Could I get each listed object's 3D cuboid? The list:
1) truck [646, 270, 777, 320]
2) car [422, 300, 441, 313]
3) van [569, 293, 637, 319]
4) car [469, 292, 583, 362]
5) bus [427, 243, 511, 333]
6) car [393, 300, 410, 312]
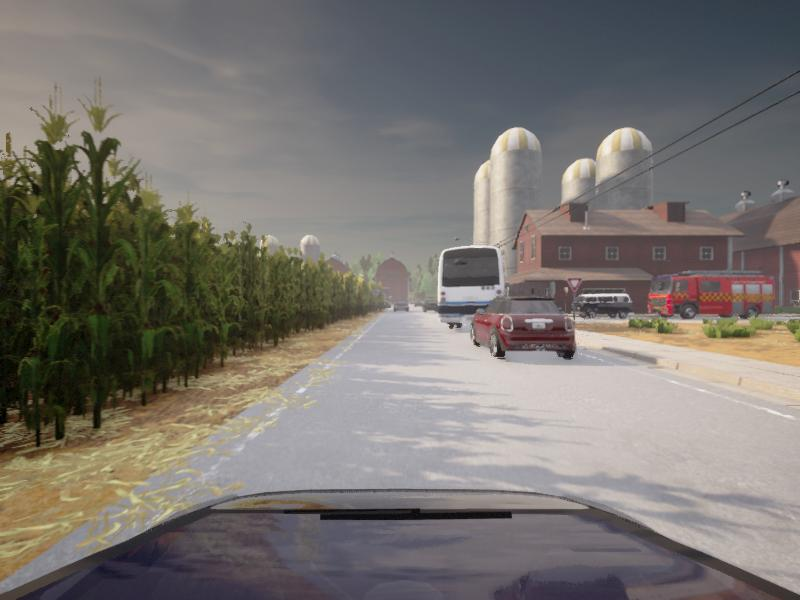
[{"bbox_3d":[25.158,-0.390,32.613,8.468,3.827,2.891,0,0,-1],"label":"truck"},{"bbox_3d":[3.770,0.779,49.217,1.837,1.490,4.892,0,0,-2],"label":"car"},{"bbox_3d":[16.413,0.501,32.506,4.480,2.038,2.069,0,0,0],"label":"van"},{"bbox_3d":[3.539,0.677,12.295,2.097,1.767,4.553,0,0,0],"label":"car"},{"bbox_3d":[4.615,-0.564,24.211,3.944,4.253,10.273,-1,0,15],"label":"bus"},{"bbox_3d":[0.137,0.756,52.899,2.038,1.542,4.974,0,0,-1],"label":"car"}]
